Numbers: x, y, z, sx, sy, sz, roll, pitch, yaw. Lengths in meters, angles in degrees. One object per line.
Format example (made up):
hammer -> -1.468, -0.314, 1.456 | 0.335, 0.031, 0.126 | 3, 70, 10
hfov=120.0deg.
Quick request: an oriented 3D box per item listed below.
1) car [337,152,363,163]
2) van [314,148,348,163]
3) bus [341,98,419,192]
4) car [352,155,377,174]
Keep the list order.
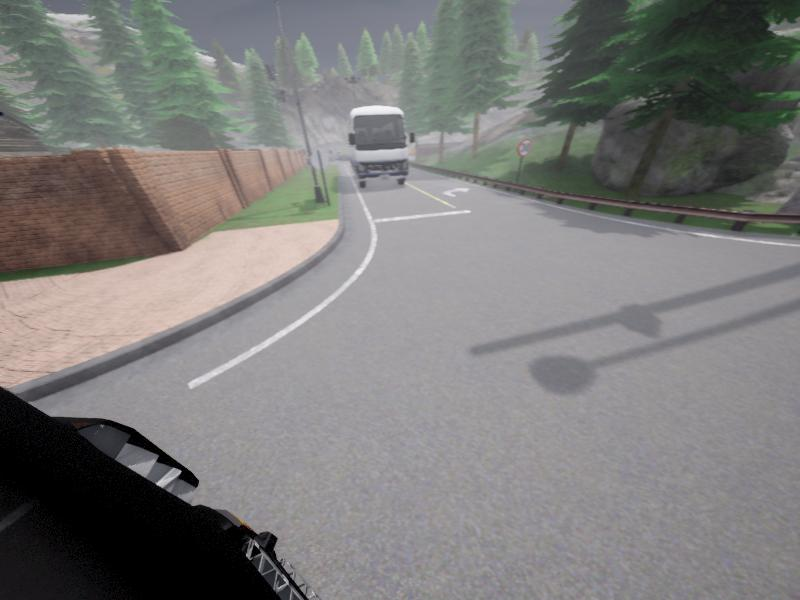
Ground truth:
car -> -10.112, -28.983, 46.943 | 4.902, 1.511, 2.128 | -10, 34, -10
van -> -14.464, -30.615, 48.915 | 6.366, 2.431, 2.351 | -10, 34, -10
bus -> -1.970, -11.314, 17.260 | 3.944, 4.253, 10.273 | -9, 34, -9
car -> -4.013, -14.967, 25.380 | 2.128, 1.511, 4.902 | -9, 34, -9
